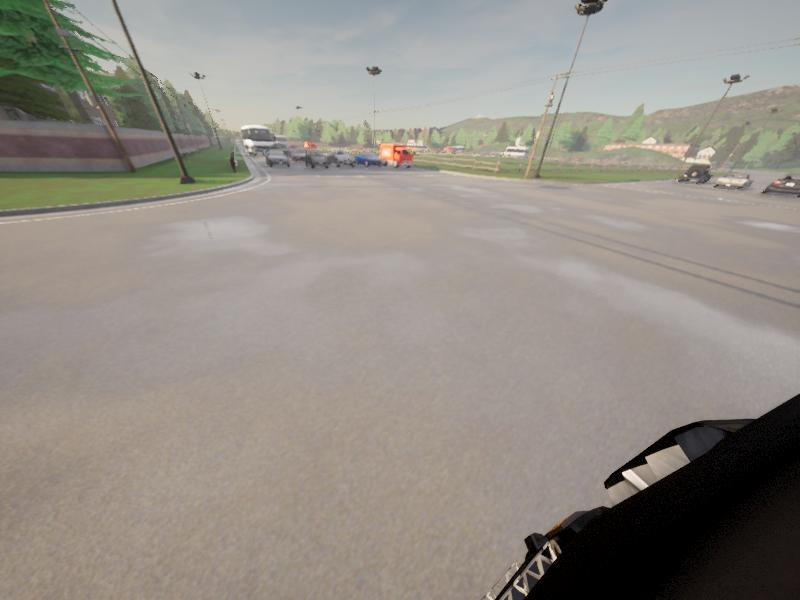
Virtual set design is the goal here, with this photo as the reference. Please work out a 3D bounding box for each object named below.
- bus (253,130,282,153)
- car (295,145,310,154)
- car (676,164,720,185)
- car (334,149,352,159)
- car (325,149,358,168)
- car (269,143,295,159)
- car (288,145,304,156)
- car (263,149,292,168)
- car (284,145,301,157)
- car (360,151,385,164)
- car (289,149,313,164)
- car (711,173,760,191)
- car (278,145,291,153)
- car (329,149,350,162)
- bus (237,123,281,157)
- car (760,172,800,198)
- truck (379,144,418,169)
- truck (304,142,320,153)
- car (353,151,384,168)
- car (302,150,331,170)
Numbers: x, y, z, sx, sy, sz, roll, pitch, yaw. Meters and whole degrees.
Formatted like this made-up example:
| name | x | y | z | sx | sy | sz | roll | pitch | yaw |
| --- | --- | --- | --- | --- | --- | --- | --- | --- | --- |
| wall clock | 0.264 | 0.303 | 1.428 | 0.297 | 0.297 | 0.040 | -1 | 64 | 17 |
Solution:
| name | x | y | z | sx | sy | sz | roll | pitch | yaw |
| --- | --- | --- | --- | --- | --- | --- | --- | --- | --- |
| bus | -33.060 | -39.519 | 57.536 | 3.944 | 4.253 | 10.273 | -18 | 39 | -30 |
| car | -24.141 | -37.278 | 57.130 | 2.242 | 1.667 | 4.611 | -16 | 38 | -26 |
| car | 35.446 | -14.962 | 27.483 | 3.866 | 1.878 | 1.905 | -16 | 38 | -26 |
| car | -11.089 | -28.281 | 44.736 | 1.994 | 1.385 | 4.181 | -16 | 38 | -26 |
| car | -7.029 | -16.847 | 27.494 | 2.152 | 1.651 | 5.027 | -16 | 38 | -26 |
| car | -18.898 | -23.917 | 37.102 | 3.866 | 1.878 | 1.905 | 30 | 43 | 32 |
| car | -21.658 | -31.092 | 47.946 | 2.242 | 1.667 | 4.611 | -13 | 37 | -23 |
| car | -12.836 | -14.800 | 24.137 | 1.812 | 1.442 | 4.674 | -16 | 38 | -26 |
| car | -20.557 | -28.627 | 44.295 | 2.242 | 1.667 | 4.611 | -7 | 35 | -14 |
| car | -4.275 | -21.739 | 35.185 | 2.007 | 1.525 | 4.514 | -16 | 38 | -26 |
| car | -13.050 | -18.904 | 30.400 | 1.994 | 1.385 | 4.181 | -16 | 38 | -26 |
| car | 34.861 | -12.320 | 23.983 | 4.718 | 1.301 | 1.895 | -16 | 38 | -26 |
| car | -29.398 | -38.491 | 58.756 | 2.163 | 1.488 | 4.792 | -16 | 38 | -26 |
| car | -9.654 | -23.129 | 36.944 | 1.970 | 1.475 | 3.806 | -16 | 38 | -26 |
| bus | -24.310 | -27.287 | 39.599 | 3.944 | 4.253 | 10.273 | -21 | 40 | -30 |
| car | 35.019 | -10.289 | 20.580 | 4.611 | 1.667 | 2.242 | -16 | 38 | -26 |
| truck | -0.352 | -18.346 | 29.472 | 2.627 | 2.467 | 5.204 | -16 | 38 | -26 |
| truck | -23.885 | -41.177 | 62.325 | 2.627 | 2.467 | 5.204 | -16 | 38 | -26 |
| car | -4.010 | -17.683 | 29.056 | 1.882 | 1.535 | 5.008 | -16 | 38 | -26 |
| car | -8.751 | -14.685 | 24.159 | 1.789 | 1.549 | 3.705 | -16 | 38 | -26 |
